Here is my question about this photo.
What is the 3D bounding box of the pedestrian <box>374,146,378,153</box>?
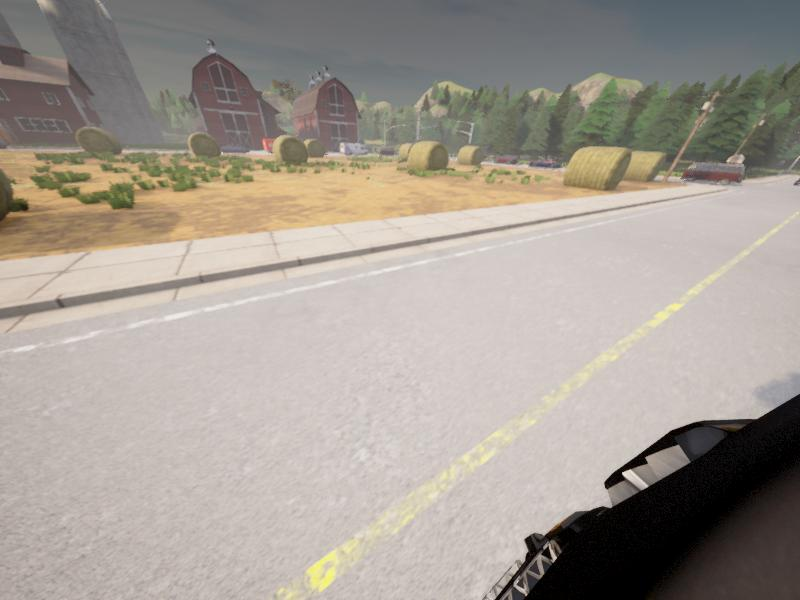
[{"bbox_3d":[-7.599,-47.207,72.630,0.751,1.860,0.751,-18,39,-28],"label":"pedestrian"}]

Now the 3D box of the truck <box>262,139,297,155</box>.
[{"bbox_3d":[-23.196,-29.524,44.639,5.204,2.467,2.627,-19,39,-29],"label":"truck"}]

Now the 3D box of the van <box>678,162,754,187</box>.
[{"bbox_3d":[34.635,-13.884,25.491,1.775,1.987,4.442,-20,40,-30],"label":"van"}]

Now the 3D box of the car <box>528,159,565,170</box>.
[{"bbox_3d":[24.330,-22.628,38.594,1.895,1.301,4.718,-18,39,-28],"label":"car"}]

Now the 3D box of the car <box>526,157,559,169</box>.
[{"bbox_3d":[25.781,-25.004,42.064,2.007,1.525,4.514,-18,39,-28],"label":"car"}]

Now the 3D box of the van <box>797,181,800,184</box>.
[{"bbox_3d":[56.793,-16.856,31.417,4.442,1.987,1.775,-16,38,-26],"label":"van"}]

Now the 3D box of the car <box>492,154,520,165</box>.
[{"bbox_3d":[21.657,-28.776,47.226,2.097,1.767,4.553,-18,39,-28],"label":"car"}]

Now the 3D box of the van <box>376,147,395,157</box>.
[{"bbox_3d":[-3.719,-38.304,59.633,4.442,1.987,1.775,-19,39,-29],"label":"van"}]

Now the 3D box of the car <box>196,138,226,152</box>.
[{"bbox_3d":[-36.437,-30.011,44.710,1.905,1.878,3.866,14,37,7],"label":"car"}]

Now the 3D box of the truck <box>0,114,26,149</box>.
[{"bbox_3d":[-55.828,-21.290,28.787,8.468,3.827,2.891,-19,39,-29],"label":"truck"}]

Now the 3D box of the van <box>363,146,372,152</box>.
[{"bbox_3d":[-12.678,-59.300,90.712,1.775,1.987,4.442,-18,39,-28],"label":"van"}]

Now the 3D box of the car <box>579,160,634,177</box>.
[{"bbox_3d":[28.943,-18.661,32.672,1.801,1.575,5.366,-18,39,-28],"label":"car"}]

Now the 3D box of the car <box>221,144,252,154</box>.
[{"bbox_3d":[-29.319,-26.992,41.372,4.181,1.385,1.994,-19,40,-28],"label":"car"}]

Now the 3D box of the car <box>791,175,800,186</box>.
[{"bbox_3d":[50.718,-14.916,28.472,3.705,1.549,1.789,-16,38,-26],"label":"car"}]

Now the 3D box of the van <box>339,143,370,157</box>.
[{"bbox_3d":[-10.231,-33.929,52.197,6.366,2.431,2.351,-19,39,-29],"label":"van"}]

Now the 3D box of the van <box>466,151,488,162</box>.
[{"bbox_3d":[17.473,-32.568,52.482,1.775,1.987,4.442,-18,39,-28],"label":"van"}]

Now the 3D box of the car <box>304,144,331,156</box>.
[{"bbox_3d":[-17.215,-31.324,48.295,4.605,1.855,1.932,-19,39,-29],"label":"car"}]
